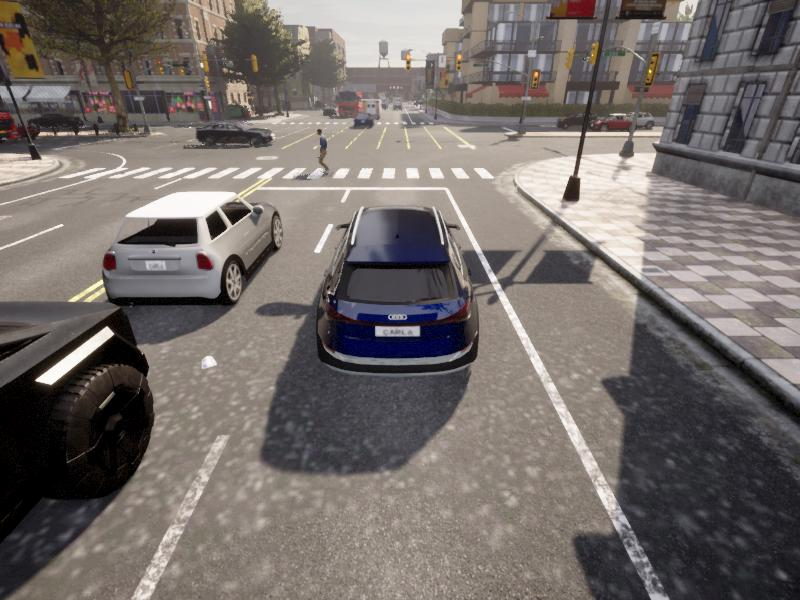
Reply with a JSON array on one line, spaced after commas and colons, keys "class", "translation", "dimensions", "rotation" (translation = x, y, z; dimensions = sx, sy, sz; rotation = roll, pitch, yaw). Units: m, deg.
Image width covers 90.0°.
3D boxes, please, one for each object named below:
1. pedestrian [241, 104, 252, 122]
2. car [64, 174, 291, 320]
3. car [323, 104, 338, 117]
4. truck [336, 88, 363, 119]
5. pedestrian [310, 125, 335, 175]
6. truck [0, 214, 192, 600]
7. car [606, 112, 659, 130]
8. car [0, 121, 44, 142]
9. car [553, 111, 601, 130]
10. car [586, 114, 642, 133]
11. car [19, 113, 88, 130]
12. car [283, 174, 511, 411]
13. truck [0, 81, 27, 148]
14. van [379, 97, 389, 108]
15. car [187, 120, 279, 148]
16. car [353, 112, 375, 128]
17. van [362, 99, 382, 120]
[{"class": "pedestrian", "translation": [-17.825, -21.680, 46.428], "dimensions": [0.751, 1.860, 0.751], "rotation": [0, 27, 1]}, {"class": "car", "translation": [-3.538, -1.233, 7.406], "dimensions": [1.970, 1.475, 3.806], "rotation": [0, 27, 0]}, {"class": "car", "translation": [-11.047, -30.069, 63.394], "dimensions": [1.930, 1.638, 5.238], "rotation": [-5, 28, -10]}, {"class": "truck", "translation": [-7.357, -29.444, 59.783], "dimensions": [2.891, 3.827, 8.468], "rotation": [0, 27, 0]}, {"class": "pedestrian", "translation": [-3.206, -6.260, 16.726], "dimensions": [0.751, 1.860, 0.751], "rotation": [0, 27, -1]}, {"class": "truck", "translation": [-3.506, 1.610, 1.187], "dimensions": [2.390, 2.098, 6.274], "rotation": [0, 27, 0]}, {"class": "car", "translation": [22.790, -17.632, 39.349], "dimensions": [3.806, 1.475, 1.970], "rotation": [0, 27, 0]}, {"class": "car", "translation": [-29.306, -12.307, 29.174], "dimensions": [4.718, 1.301, 1.895], "rotation": [0, 27, 0]}, {"class": "car", "translation": [17.357, -17.667, 39.333], "dimensions": [3.705, 1.549, 1.789], "rotation": [0, 27, 0]}, {"class": "car", "translation": [19.291, -16.034, 36.237], "dimensions": [3.806, 1.475, 1.970], "rotation": [0, 27, 0]}, {"class": "car", "translation": [-33.922, -17.591, 39.303], "dimensions": [4.674, 1.442, 1.812], "rotation": [-1, 27, -3]}, {"class": "car", "translation": [-0.032, -0.647, 6.099], "dimensions": [2.033, 1.649, 4.856], "rotation": [0, 27, 0]}, {"class": "truck", "translation": [-30.026, -11.833, 25.478], "dimensions": [8.468, 3.827, 2.891], "rotation": [0, 27, 0]}, {"class": "van", "translation": [-4.106, -50.922, 103.142], "dimensions": [2.351, 2.431, 6.366], "rotation": [0, 27, 0]}, {"class": "car", "translation": [-10.691, -10.800, 26.007], "dimensions": [4.902, 1.511, 2.128], "rotation": [0, 27, 0]}, {"class": "car", "translation": [-3.744, -19.035, 42.202], "dimensions": [1.994, 1.385, 4.181], "rotation": [0, 27, 0]}, {"class": "van", "translation": [-3.834, -26.688, 55.946], "dimensions": [2.351, 2.431, 6.366], "rotation": [0, 27, 0]}]
